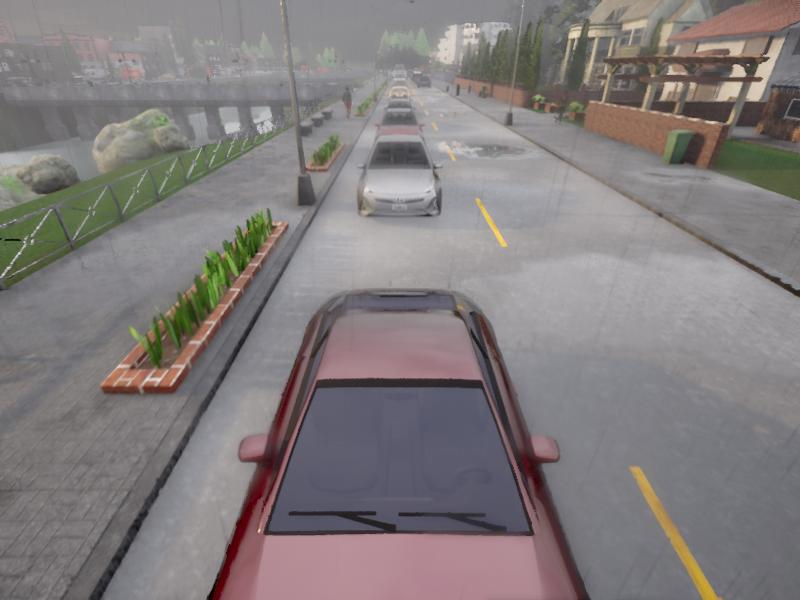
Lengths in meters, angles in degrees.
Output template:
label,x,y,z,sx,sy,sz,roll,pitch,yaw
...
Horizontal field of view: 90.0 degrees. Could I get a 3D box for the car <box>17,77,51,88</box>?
label,x,y,z,sx,sy,sz,roll,pitch,yaw
car,-61.724,-36.776,67.586,1.970,1.475,3.806,0,30,0

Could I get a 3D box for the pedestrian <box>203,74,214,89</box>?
label,x,y,z,sx,sy,sz,roll,pitch,yaw
pedestrian,-26.845,-30.678,56.159,0.751,1.860,0.751,-2,30,-4

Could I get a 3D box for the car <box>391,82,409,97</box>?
label,x,y,z,sx,sy,sz,roll,pitch,yaw
car,-0.029,-24.673,46.892,1.994,1.385,4.181,0,30,0

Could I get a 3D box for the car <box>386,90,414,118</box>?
label,x,y,z,sx,sy,sz,roll,pitch,yaw
car,-0.020,-13.974,28.416,1.845,1.501,3.633,0,30,0

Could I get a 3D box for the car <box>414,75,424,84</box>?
label,x,y,z,sx,sy,sz,roll,pitch,yaw
car,3.953,-45.615,82.625,1.816,1.474,4.193,0,30,0

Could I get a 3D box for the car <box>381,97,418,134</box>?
label,x,y,z,sx,sy,sz,roll,pitch,yaw
car,-0.016,-10.231,22.065,1.816,1.474,4.193,0,30,0

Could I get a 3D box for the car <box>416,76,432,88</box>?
label,x,y,z,sx,sy,sz,roll,pitch,yaw
car,3.962,-36.303,66.585,2.242,1.667,4.611,0,30,0

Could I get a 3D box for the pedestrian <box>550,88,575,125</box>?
label,x,y,z,sx,sy,sz,roll,pitch,yaw
pedestrian,9.165,-10.920,22.609,0.751,1.860,0.751,0,30,-1

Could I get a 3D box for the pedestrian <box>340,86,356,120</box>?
label,x,y,z,sx,sy,sz,roll,pitch,yaw
pedestrian,-3.244,-12.311,24.989,0.751,1.860,0.751,3,30,5

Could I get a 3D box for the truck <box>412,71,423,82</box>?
label,x,y,z,sx,sy,sz,roll,pitch,yaw
truck,3.950,-51.540,92.153,2.390,2.098,6.274,0,30,0

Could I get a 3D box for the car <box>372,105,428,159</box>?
label,x,y,z,sx,sy,sz,roll,pitch,yaw
car,-0.012,-7.098,16.652,2.007,1.525,4.514,0,30,0

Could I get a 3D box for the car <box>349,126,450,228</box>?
label,x,y,z,sx,sy,sz,roll,pitch,yaw
car,-0.009,-3.358,10.250,2.007,1.525,4.514,0,30,0

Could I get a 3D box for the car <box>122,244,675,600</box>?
label,x,y,z,sx,sy,sz,roll,pitch,yaw
car,-0.005,1.028,2.931,1.994,1.385,4.181,0,30,0

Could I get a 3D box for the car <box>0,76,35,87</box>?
label,x,y,z,sx,sy,sz,roll,pitch,yaw
car,-65.725,-37.451,68.630,1.837,1.490,4.892,0,30,0

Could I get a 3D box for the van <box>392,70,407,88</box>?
label,x,y,z,sx,sy,sz,roll,pitch,yaw
van,-0.040,-36.731,66.473,2.351,2.431,6.366,0,30,0

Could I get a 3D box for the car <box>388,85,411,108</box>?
label,x,y,z,sx,sy,sz,roll,pitch,yaw
car,-0.022,-17.945,35.208,1.882,1.535,5.008,0,30,0
